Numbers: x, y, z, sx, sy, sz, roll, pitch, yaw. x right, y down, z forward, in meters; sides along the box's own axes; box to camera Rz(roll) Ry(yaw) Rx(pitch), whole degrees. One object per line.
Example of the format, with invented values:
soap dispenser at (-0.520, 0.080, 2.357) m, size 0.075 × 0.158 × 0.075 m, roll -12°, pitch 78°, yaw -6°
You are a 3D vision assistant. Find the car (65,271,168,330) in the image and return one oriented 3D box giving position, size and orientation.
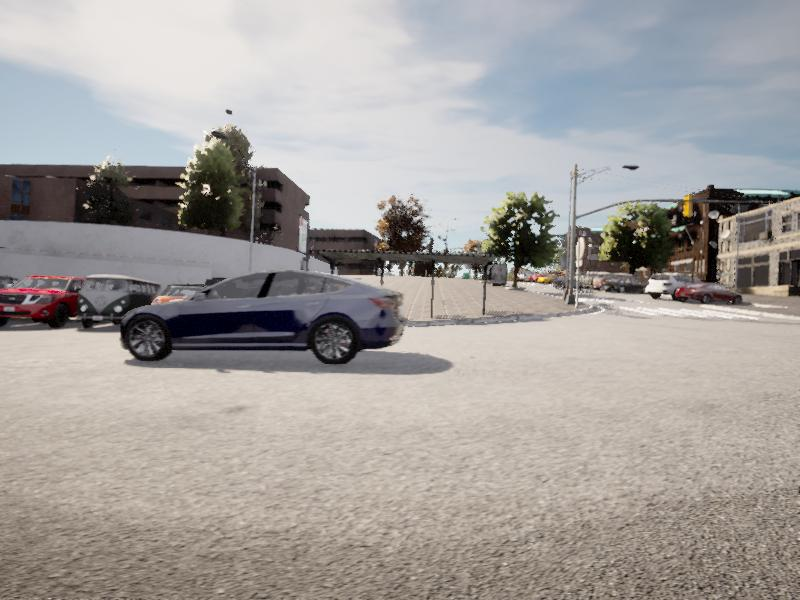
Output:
car at (-10.966, 0.086, 15.913) m, size 1.878 × 1.987 × 4.442 m, roll 2°, pitch -2°, yaw -15°

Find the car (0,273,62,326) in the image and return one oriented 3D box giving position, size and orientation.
car at (-17.007, -0.024, 16.550) m, size 2.435 × 2.045 × 5.566 m, roll 1°, pitch -1°, yaw -15°

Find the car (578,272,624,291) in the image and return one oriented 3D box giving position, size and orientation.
car at (23.121, -2.137, 46.069) m, size 4.442 × 1.987 × 1.878 m, roll 2°, pitch 5°, yaw -15°

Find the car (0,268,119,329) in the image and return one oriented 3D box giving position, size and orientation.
car at (-13.985, 0.019, 16.253) m, size 2.435 × 2.045 × 5.566 m, roll 2°, pitch -2°, yaw -15°

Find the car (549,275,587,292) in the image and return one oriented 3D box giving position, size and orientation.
car at (17.601, -1.790, 42.136) m, size 2.128 × 1.511 × 4.902 m, roll 2°, pitch 5°, yaw 4°

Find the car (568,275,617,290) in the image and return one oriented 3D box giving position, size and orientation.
car at (23.658, -2.140, 49.175) m, size 5.366 × 1.575 × 1.946 m, roll 2°, pitch 5°, yaw -15°

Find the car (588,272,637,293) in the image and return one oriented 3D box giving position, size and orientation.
car at (22.866, -1.904, 43.060) m, size 4.442 × 1.987 × 1.878 m, roll 2°, pitch 5°, yaw -15°

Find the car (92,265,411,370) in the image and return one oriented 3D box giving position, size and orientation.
car at (-2.292, 0.246, 7.036) m, size 4.792 × 1.488 × 2.163 m, roll 0°, pitch 0°, yaw 6°

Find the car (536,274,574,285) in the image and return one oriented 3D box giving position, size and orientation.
car at (24.866, -3.303, 64.192) m, size 5.366 × 1.575 × 1.946 m, roll 2°, pitch 5°, yaw -16°

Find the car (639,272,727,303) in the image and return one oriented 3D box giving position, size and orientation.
car at (21.977, -0.999, 31.096) m, size 5.566 × 2.045 × 2.435 m, roll 2°, pitch 5°, yaw -15°

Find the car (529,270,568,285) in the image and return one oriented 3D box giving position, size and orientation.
car at (24.895, -3.789, 67.118) m, size 5.566 × 2.045 × 2.435 m, roll 2°, pitch 5°, yaw -16°

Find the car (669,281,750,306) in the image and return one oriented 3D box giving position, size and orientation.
car at (21.688, -0.477, 28.108) m, size 4.674 × 1.452 × 2.002 m, roll 2°, pitch 5°, yaw -15°

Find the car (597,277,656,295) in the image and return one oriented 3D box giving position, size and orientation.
car at (22.702, -1.444, 40.112) m, size 4.892 × 1.521 × 2.231 m, roll 2°, pitch 5°, yaw -15°

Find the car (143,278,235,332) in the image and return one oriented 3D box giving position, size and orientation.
car at (-7.996, 0.231, 15.716) m, size 2.185 × 1.767 × 4.553 m, roll 1°, pitch -1°, yaw -15°
